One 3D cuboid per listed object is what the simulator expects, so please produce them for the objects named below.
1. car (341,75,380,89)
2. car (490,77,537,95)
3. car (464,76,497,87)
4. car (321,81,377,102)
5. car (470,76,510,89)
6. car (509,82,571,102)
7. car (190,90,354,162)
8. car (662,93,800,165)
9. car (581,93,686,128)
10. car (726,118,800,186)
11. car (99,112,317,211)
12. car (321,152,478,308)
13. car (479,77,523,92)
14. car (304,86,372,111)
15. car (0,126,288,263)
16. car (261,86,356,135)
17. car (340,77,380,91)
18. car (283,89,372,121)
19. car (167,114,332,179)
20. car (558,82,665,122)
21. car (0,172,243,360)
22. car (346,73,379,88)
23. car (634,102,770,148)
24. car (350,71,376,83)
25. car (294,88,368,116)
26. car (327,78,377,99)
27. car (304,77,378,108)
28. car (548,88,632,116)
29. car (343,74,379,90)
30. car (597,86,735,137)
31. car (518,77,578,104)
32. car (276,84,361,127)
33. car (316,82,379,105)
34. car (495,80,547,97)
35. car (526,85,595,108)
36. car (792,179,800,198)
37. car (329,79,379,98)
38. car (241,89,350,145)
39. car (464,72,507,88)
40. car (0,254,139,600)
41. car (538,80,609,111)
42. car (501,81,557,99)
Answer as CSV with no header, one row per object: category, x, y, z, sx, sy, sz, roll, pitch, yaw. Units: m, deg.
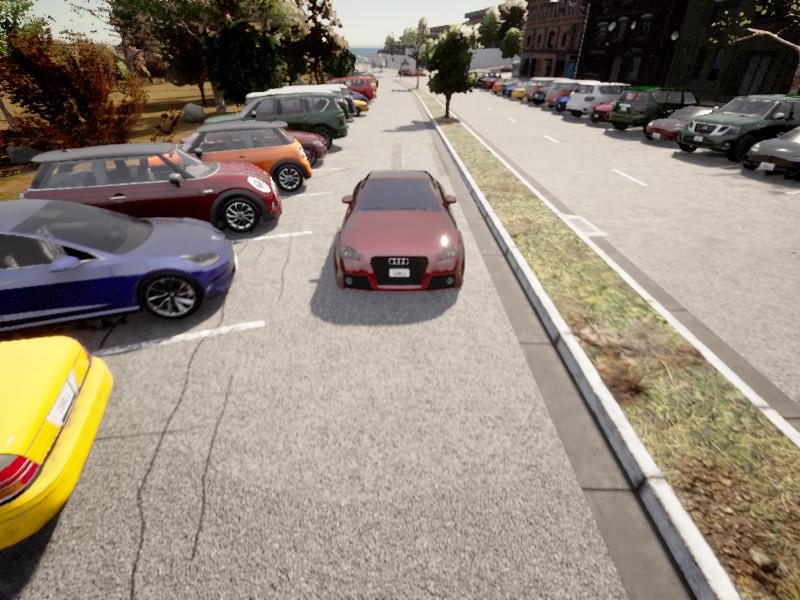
car,-5.868,-32.334,59.371,5.366,1.575,1.946,-13,33,-19
car,13.112,-24.767,46.208,4.553,1.767,2.185,-11,32,-19
car,12.443,-33.825,61.902,4.674,1.452,2.002,-12,32,-20
car,-4.951,-20.354,39.017,4.892,1.521,2.231,-11,32,-17
car,12.755,-30.792,56.678,5.008,1.535,2.097,-11,33,-20
car,13.431,-20.100,38.535,5.366,1.575,1.946,-10,32,-18
car,-4.886,-6.981,15.805,5.566,2.045,2.435,-11,32,-17
car,13.308,-6.534,15.007,5.566,2.045,2.435,-10,32,-18
car,13.318,-10.900,22.916,5.008,1.535,2.097,-10,32,-18
car,13.307,-4.767,12.561,4.792,1.488,2.163,-10,32,-18
car,-4.815,-3.863,10.754,4.553,1.767,2.185,-11,32,-17
car,-0.012,-1.544,7.221,1.994,1.385,4.181,0,30,0
car,12.972,-27.729,51.480,5.008,1.535,2.097,-11,32,-19
car,-4.876,-15.813,31.359,4.792,1.488,2.163,-11,32,-17
car,-4.872,-2.345,8.178,4.553,1.767,2.185,-11,32,-17
car,-4.765,-10.009,20.995,4.442,1.987,1.878,-11,32,-17
car,-5.404,-29.372,54.337,5.008,1.535,2.097,-12,33,-19
car,-4.711,-12.850,26.258,5.366,1.575,1.946,-11,32,-17
car,-4.852,-5.227,13.400,4.674,1.452,2.002,-11,32,-17
car,13.337,-12.648,25.390,5.566,2.045,2.435,-10,32,-18
car,-4.811,-0.502,5.352,4.792,1.488,2.163,-11,32,-17
car,-5.840,-33.985,61.929,4.553,1.767,2.185,-13,33,-19
car,13.297,-7.818,17.741,4.792,1.488,2.163,-10,32,-18
car,-7.156,-43.076,77.179,4.442,1.987,1.878,-14,33,-21
car,-4.920,-14.289,28.772,4.792,1.488,2.163,-11,32,-17
car,-4.968,-21.974,41.519,4.553,1.767,2.185,-12,32,-17
car,-4.941,-17.551,33.758,5.566,2.045,2.435,-11,32,-17
car,13.307,-13.950,28.095,5.008,1.535,2.097,-10,32,-18
car,-5.578,-30.976,56.817,4.553,1.767,2.185,-13,32,-19
car,13.347,-9.599,20.213,5.566,2.045,2.435,-10,32,-18
car,13.172,-18.708,35.725,4.442,1.987,1.878,-10,32,-18
car,-4.774,-11.520,23.561,4.442,1.987,1.878,-11,32,-17
car,-4.759,-18.888,36.514,5.366,1.575,1.946,-11,32,-17
car,13.178,-23.125,43.671,4.892,1.521,2.231,-10,32,-18
car,13.317,-16.986,33.309,4.792,1.488,2.163,-10,32,-18
car,13.315,-3.482,9.825,5.566,2.045,2.435,-10,32,-18
car,-5.037,-23.364,44.130,5.008,1.535,2.097,-12,32,-17
car,-4.756,-8.499,18.429,4.442,1.987,1.878,-11,32,-17
car,12.586,-32.534,59.138,5.566,2.045,2.435,-12,33,-20
car,-5.005,1.235,2.342,5.366,1.575,1.946,-11,32,-17
car,13.194,-15.650,30.533,4.442,1.987,1.878,-10,32,-18
car,13.240,-21.593,41.070,5.008,1.535,2.097,-10,33,-18
